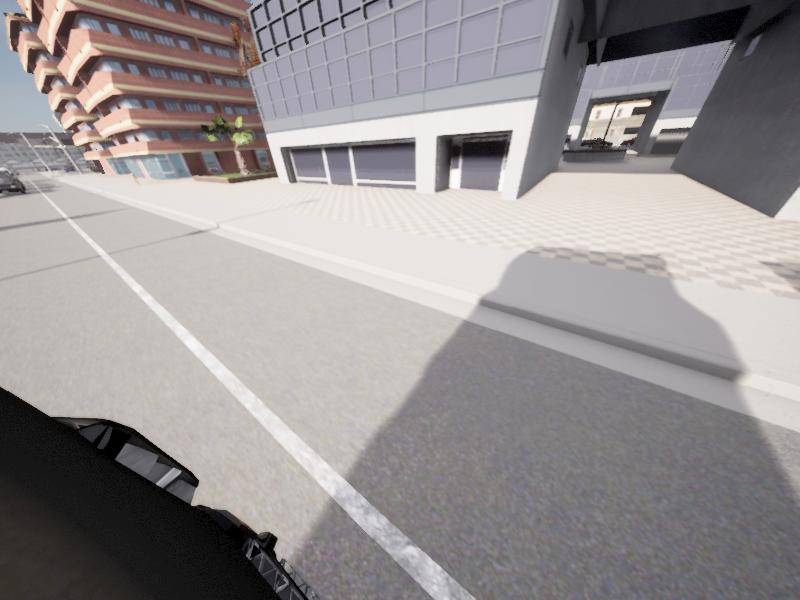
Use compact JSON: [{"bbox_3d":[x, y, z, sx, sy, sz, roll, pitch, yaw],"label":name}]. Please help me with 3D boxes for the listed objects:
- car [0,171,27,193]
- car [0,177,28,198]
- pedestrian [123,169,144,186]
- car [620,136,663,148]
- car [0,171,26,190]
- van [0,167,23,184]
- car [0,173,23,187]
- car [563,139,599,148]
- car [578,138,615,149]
[{"bbox_3d":[-41.780,-12.447,24.267,4.553,1.767,2.097,19,40,30],"label":"car"},{"bbox_3d":[-36.098,-10.269,21.005,4.718,1.301,1.895,19,40,29],"label":"car"},{"bbox_3d":[-24.833,-11.452,21.567,0.751,1.300,0.751,-27,41,-32],"label":"pedestrian"},{"bbox_3d":[43.292,-28.508,41.659,5.008,1.535,1.882,20,40,29],"label":"car"},{"bbox_3d":[-48.358,-14.662,28.259,5.027,1.651,2.152,19,40,30],"label":"car"},{"bbox_3d":[-61.366,-19.336,35.888,4.480,2.038,2.069,19,40,30],"label":"van"},{"bbox_3d":[-54.997,-16.838,32.338,4.718,1.301,1.895,19,40,30],"label":"car"},{"bbox_3d":[35.939,-31.180,46.019,5.357,1.411,2.033,21,40,29],"label":"car"},{"bbox_3d":[36.035,-28.770,42.422,4.892,1.490,1.837,21,40,29],"label":"car"}]
